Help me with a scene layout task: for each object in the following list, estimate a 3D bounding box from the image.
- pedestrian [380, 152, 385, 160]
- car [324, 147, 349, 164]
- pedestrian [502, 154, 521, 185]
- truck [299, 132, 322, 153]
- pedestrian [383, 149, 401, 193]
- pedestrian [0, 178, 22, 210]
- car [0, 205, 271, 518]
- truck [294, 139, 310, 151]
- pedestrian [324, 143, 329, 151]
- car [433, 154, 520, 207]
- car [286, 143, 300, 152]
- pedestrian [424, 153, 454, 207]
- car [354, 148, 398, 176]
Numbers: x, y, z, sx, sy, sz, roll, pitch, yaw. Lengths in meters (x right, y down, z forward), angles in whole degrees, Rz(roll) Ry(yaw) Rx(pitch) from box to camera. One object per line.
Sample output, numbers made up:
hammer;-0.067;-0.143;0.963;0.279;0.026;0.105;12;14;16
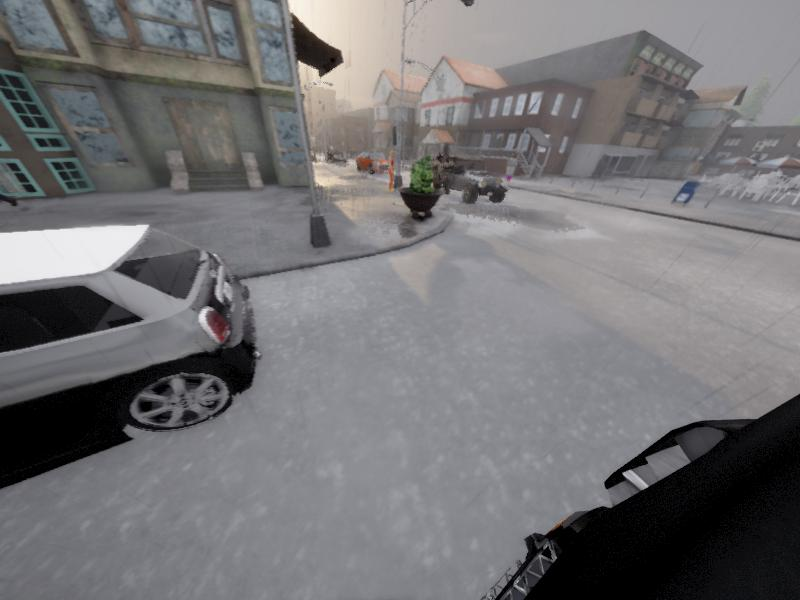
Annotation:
pedestrian;-2.866;-23.753;37.992;0.500;1.100;0.500;-22;41;-32
car;-7.997;-18.063;28.880;1.851;1.617;3.988;-16;38;-25
pedestrian;8.065;-9.446;16.727;0.751;1.860;0.751;16;36;18
truck;-21.117;-36.976;54.183;2.891;3.827;8.468;-16;38;-25
pedestrian;-0.420;-6.591;11.832;0.751;1.860;0.751;8;34;8
pedestrian;-12.063;-3.506;6.381;0.751;1.860;0.751;-20;40;-30
car;-3.366;0.420;1.706;3.806;1.475;1.970;-16;38;-26
truck;-26.289;-41.661;62.028;2.627;2.467;5.204;-16;38;-25
pedestrian;-19.249;-40.160;60.625;0.751;1.860;0.751;-19;39;-29
car;3.518;-6.083;11.567;1.905;1.878;3.866;-10;36;-19
car;-24.754;-35.178;53.243;2.038;1.542;4.974;-16;38;-25
pedestrian;1.522;-4.813;9.318;0.751;1.860;0.751;-5;35;-11
car;-2.218;-12.244;20.441;2.097;1.767;4.553;-16;38;-25
